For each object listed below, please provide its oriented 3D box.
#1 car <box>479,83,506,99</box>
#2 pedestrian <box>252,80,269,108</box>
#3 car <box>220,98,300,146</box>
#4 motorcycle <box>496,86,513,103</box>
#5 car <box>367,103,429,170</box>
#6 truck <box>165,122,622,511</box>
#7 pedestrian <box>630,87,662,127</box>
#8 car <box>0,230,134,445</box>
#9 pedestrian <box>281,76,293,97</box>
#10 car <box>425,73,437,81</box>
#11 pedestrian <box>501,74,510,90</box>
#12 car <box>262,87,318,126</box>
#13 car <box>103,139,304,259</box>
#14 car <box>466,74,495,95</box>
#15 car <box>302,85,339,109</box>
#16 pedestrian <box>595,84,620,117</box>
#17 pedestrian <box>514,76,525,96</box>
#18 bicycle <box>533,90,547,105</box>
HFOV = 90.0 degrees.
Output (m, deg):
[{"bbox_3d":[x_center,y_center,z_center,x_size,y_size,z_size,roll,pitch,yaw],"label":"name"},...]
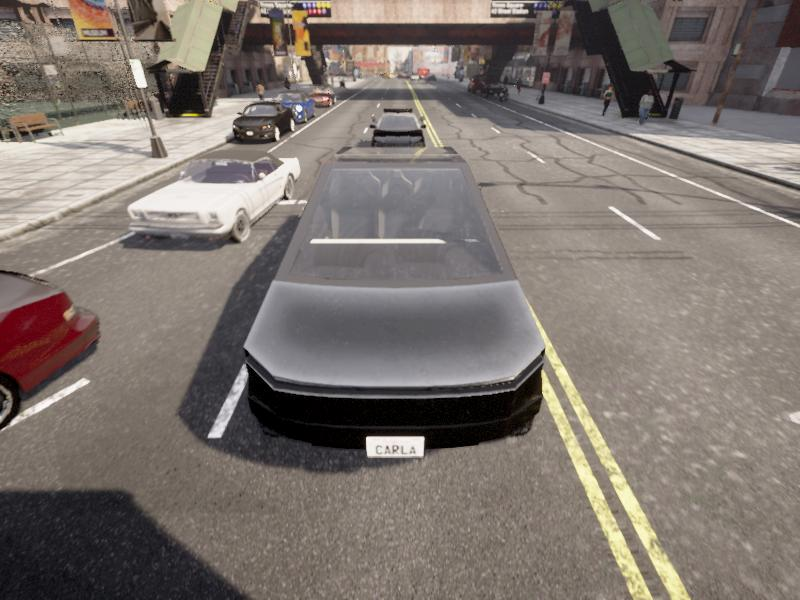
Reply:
[{"bbox_3d":[10.064,-22.969,43.851,1.895,1.301,4.718,0,30,0],"label":"car"},{"bbox_3d":[-10.842,-16.036,31.127,0.751,1.860,0.751,0,30,0],"label":"pedestrian"},{"bbox_3d":[-6.485,-8.666,19.230,2.097,1.535,5.008,0,30,0],"label":"car"},{"bbox_3d":[10.022,-19.656,38.185,0.764,1.277,2.356,16,34,25],"label":"motorcycle"},{"bbox_3d":[-0.073,-6.383,15.237,1.930,1.638,5.238,0,30,0],"label":"car"},{"bbox_3d":[-0.043,-0.837,5.327,2.390,2.098,6.274,0,30,0],"label":"truck"},{"bbox_3d":[13.019,-10.223,21.224,0.751,1.860,0.751,1,30,2],"label":"pedestrian"},{"bbox_3d":[-5.134,1.151,2.633,2.033,1.411,5.357,11,32,19],"label":"car"},{"bbox_3d":[-11.663,-22.056,41.392,0.751,1.860,0.751,1,30,2],"label":"pedestrian"},{"bbox_3d":[6.806,-49.156,88.223,2.038,1.542,4.974,0,30,0],"label":"car"},{"bbox_3d":[14.337,-29.691,54.418,0.751,1.860,0.751,-4,31,-7],"label":"pedestrian"},{"bbox_3d":[-6.642,-12.024,24.708,2.185,1.767,4.553,0,30,0],"label":"car"},{"bbox_3d":[-3.847,-2.537,9.018,1.895,1.301,4.718,2,30,4],"label":"car"},{"bbox_3d":[9.998,-27.026,50.046,2.435,2.045,5.566,0,30,0],"label":"car"},{"bbox_3d":[-6.637,-17.366,34.067,2.231,1.521,4.892,0,30,0],"label":"car"},{"bbox_3d":[13.102,-12.596,25.269,0.751,1.860,0.751,-1,30,-2],"label":"pedestrian"},{"bbox_3d":[12.796,-22.942,42.911,0.751,1.860,0.751,0,30,0],"label":"pedestrian"},{"bbox_3d":[11.898,-17.252,34.059,0.373,1.024,1.643,8,30,-5],"label":"bicycle"}]
